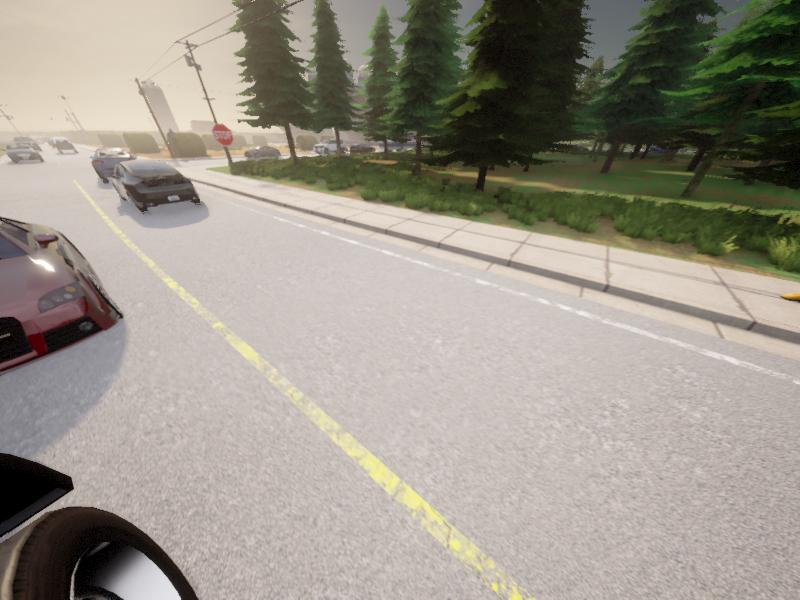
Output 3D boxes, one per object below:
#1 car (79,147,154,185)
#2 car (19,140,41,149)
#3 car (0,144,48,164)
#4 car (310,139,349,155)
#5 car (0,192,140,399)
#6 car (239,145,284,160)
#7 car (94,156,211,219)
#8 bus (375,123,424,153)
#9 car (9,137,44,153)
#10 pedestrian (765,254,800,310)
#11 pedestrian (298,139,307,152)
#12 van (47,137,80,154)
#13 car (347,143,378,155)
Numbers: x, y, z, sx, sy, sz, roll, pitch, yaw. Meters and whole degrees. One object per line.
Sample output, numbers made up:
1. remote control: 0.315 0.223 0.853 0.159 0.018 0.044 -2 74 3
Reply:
1. car: -17.687 -8.588 14.546 5.027 1.651 2.152 30 45 35
2. car: -79.077 -33.384 49.456 3.806 1.475 1.970 24 42 30
3. car: -37.952 -14.804 23.303 4.902 1.511 2.128 24 42 30
4. car: -11.009 -24.254 36.557 2.150 2.045 5.566 22 40 28
5. car: -5.810 -0.287 3.086 4.181 1.385 1.994 23 41 29
6. car: -17.428 -18.770 29.296 1.994 1.385 4.181 21 40 27
7. car: -9.796 -4.624 9.094 4.892 1.490 1.837 24 42 30
8. bus: 0.246 -30.927 44.218 3.944 4.253 10.273 22 41 28
9. car: -61.004 -25.466 37.797 5.566 2.045 2.150 24 42 30
10. pedestrian: 6.465 -0.699 3.042 0.751 1.860 0.751 18 39 24
11. pedestrian: -16.295 -25.851 38.621 0.751 1.860 0.751 19 39 24
12. van: -52.082 -23.983 35.764 4.480 2.038 2.069 24 42 30
13. car: -5.954 -24.639 37.637 2.163 1.488 4.792 22 41 28
